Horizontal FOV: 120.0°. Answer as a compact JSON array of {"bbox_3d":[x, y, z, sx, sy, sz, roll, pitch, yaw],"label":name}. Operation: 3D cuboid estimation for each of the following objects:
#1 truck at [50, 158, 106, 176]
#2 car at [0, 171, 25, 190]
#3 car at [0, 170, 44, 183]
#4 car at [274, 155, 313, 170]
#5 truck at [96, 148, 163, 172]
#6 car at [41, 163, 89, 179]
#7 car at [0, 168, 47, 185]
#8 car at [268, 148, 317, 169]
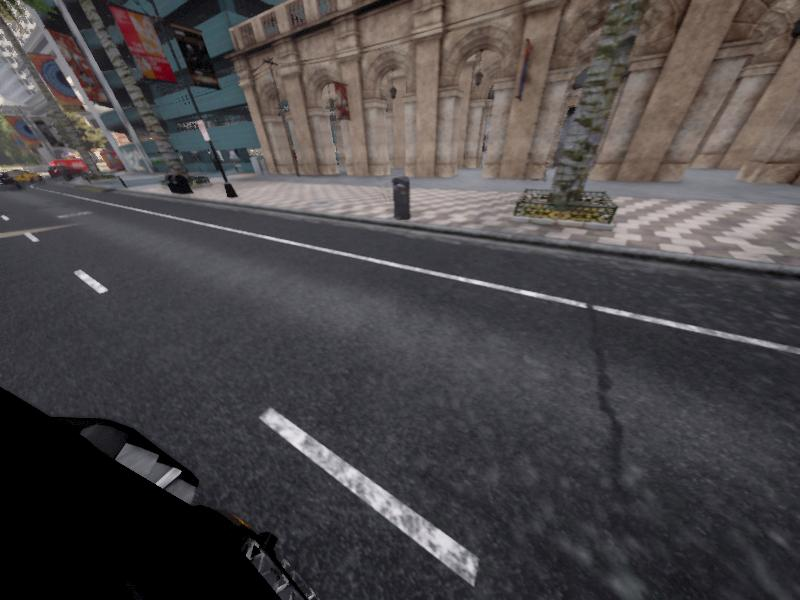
[{"bbox_3d":[-59.929,-24.975,43.247,2.627,2.467,5.204,-5,34,-3],"label":"truck"},{"bbox_3d":[-42.546,-12.752,24.649,4.902,1.511,2.128,20,40,30],"label":"car"},{"bbox_3d":[-56.505,-18.336,34.168,1.895,1.301,4.718,-16,36,-18],"label":"car"},{"bbox_3d":[-13.870,-17.999,30.201,4.514,1.523,2.007,16,38,26],"label":"car"},{"bbox_3d":[-56.742,-29.820,48.997,2.891,3.827,8.468,1,34,6],"label":"truck"},{"bbox_3d":[-54.706,-21.211,37.878,2.097,1.767,4.553,-13,35,-15],"label":"car"},{"bbox_3d":[-49.615,-16.325,30.421,1.801,1.575,5.366,-26,40,-30],"label":"car"},{"bbox_3d":[-13.937,-18.339,30.008,5.566,2.045,2.435,16,38,26],"label":"car"}]
